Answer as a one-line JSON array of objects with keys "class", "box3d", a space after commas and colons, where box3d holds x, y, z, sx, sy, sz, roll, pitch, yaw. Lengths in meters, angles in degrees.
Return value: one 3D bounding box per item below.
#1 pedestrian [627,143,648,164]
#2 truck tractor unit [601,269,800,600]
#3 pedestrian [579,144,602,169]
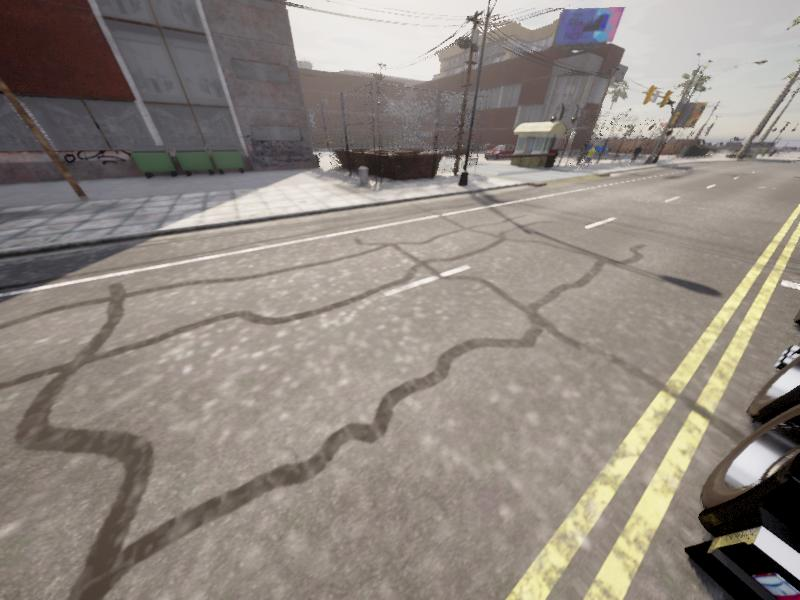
[{"class": "pedestrian", "box3d": [25.213, -15.532, 24.549, 0.751, 1.860, 0.751, -21, 40, -28]}, {"class": "truck tractor unit", "box3d": [5.115, -0.298, 0.768, 6.516, 4.208, 3.053, -18, 39, -24]}, {"class": "pedestrian", "box3d": [16.569, -12.503, 20.131, 0.751, 1.860, 0.751, -20, 40, -26]}]
